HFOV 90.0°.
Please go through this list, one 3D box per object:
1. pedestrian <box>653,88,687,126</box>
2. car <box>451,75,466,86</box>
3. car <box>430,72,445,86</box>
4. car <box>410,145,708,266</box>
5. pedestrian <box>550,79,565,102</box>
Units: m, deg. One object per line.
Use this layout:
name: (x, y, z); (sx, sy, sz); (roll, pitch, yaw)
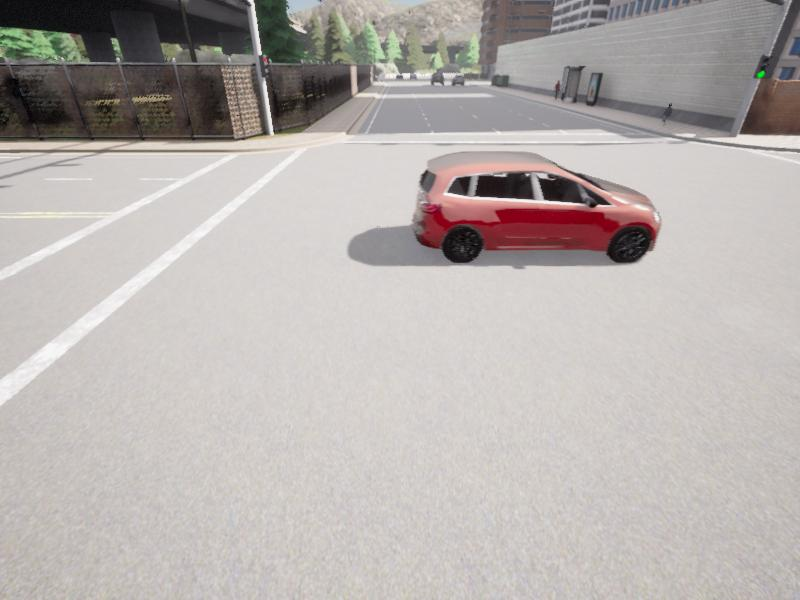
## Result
pedestrian: (14.762, -10.569, 21.926); (0.751, 1.860, 0.751); (-1, 30, -2)
car: (10.456, -39.486, 71.974); (2.033, 1.649, 4.856); (0, 30, 0)
car: (6.955, -41.127, 74.386); (2.150, 2.045, 5.566); (0, 30, 0)
car: (2.540, -1.903, 7.671); (4.611, 1.667, 2.242); (0, 30, 0)
pedestrian: (14.545, -19.398, 37.036); (0.751, 1.860, 0.751); (2, 30, 3)
